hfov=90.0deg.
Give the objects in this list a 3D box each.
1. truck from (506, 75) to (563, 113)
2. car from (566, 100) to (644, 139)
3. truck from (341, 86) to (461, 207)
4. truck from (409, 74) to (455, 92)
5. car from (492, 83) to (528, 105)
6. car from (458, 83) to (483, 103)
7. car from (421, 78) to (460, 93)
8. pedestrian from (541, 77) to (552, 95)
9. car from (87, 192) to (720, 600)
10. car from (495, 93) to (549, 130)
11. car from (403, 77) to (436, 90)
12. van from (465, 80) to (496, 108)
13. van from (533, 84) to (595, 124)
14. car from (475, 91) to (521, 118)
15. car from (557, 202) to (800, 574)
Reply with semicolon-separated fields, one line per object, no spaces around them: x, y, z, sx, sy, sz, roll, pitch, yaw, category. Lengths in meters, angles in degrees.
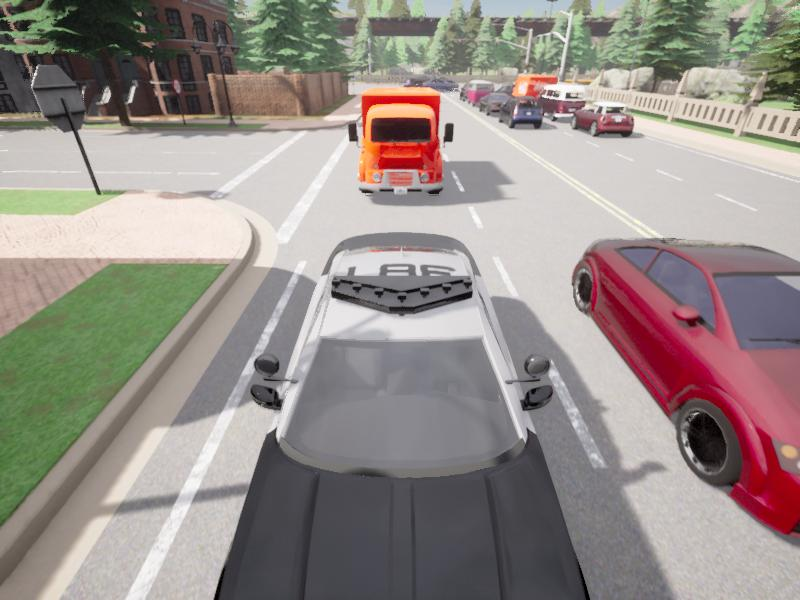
10.536;-16.592;32.042;2.627;2.467;5.204;0;30;0;truck
10.524;-9.511;20.904;1.970;1.475;3.806;0;30;0;car
0.017;-4.698;11.621;2.627;2.467;5.204;0;30;0;truck
4.496;-30.865;56.811;6.274;2.098;2.390;0;30;0;truck
10.535;-20.011;38.731;2.033;1.649;4.856;0;30;0;car
7.037;-20.971;40.427;1.789;1.549;3.705;0;30;0;car
5.412;-28.890;53.906;5.027;1.651;2.152;0;30;0;car
17.144;-25.118;46.934;0.751;1.860;0.751;1;30;1;pedestrian
0.012;0.617;3.357;1.930;1.638;5.238;0;30;0;car
7.027;-11.096;23.467;1.851;1.617;3.988;0;30;0;car
2.920;-32.436;59.956;4.856;1.649;2.033;0;30;0;car
7.034;-18.251;35.341;1.775;1.987;4.442;0;30;0;van
10.528;-12.906;26.157;2.069;2.038;4.480;0;30;0;van
7.031;-14.413;29.357;2.033;1.411;5.357;0;30;0;car
3.511;0.258;4.245;1.994;1.385;4.181;0;30;0;car
